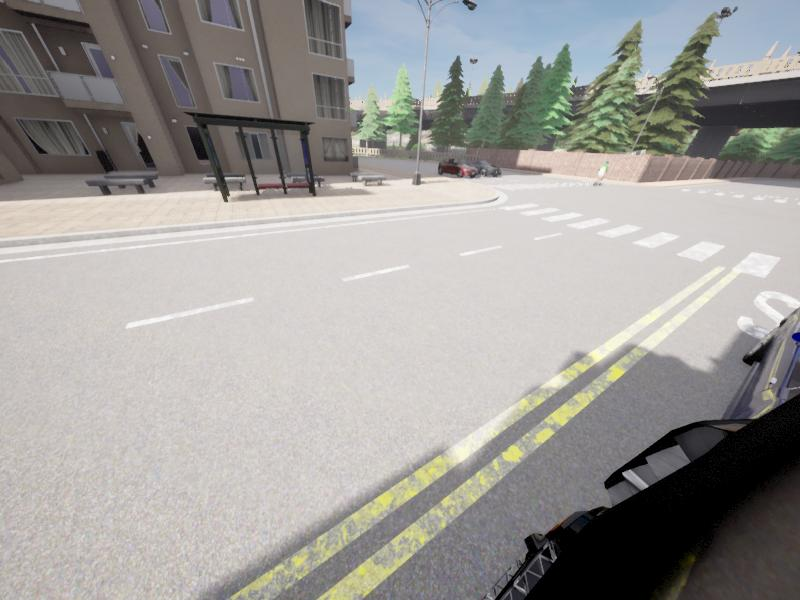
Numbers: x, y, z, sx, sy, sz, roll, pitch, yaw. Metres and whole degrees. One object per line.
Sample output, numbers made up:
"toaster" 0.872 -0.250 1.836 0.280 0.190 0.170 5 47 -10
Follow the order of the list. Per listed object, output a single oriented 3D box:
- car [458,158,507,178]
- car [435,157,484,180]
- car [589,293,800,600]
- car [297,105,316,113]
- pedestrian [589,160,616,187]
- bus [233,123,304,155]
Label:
"car" 8.124 -13.270 23.219 1.994 1.385 4.181 -17 38 -27
"car" 5.322 -12.251 21.371 1.816 1.474 4.193 -16 38 -26
"car" 3.723 1.077 1.439 4.718 1.301 1.895 -16 38 -26
"car" -26.186 -53.620 64.853 4.514 1.525 2.007 2 34 0
"pedestrian" 16.983 -10.614 19.412 0.751 1.860 0.751 -15 37 -25
"bus" -24.345 -30.132 43.501 10.273 4.253 3.944 1 33 -2
